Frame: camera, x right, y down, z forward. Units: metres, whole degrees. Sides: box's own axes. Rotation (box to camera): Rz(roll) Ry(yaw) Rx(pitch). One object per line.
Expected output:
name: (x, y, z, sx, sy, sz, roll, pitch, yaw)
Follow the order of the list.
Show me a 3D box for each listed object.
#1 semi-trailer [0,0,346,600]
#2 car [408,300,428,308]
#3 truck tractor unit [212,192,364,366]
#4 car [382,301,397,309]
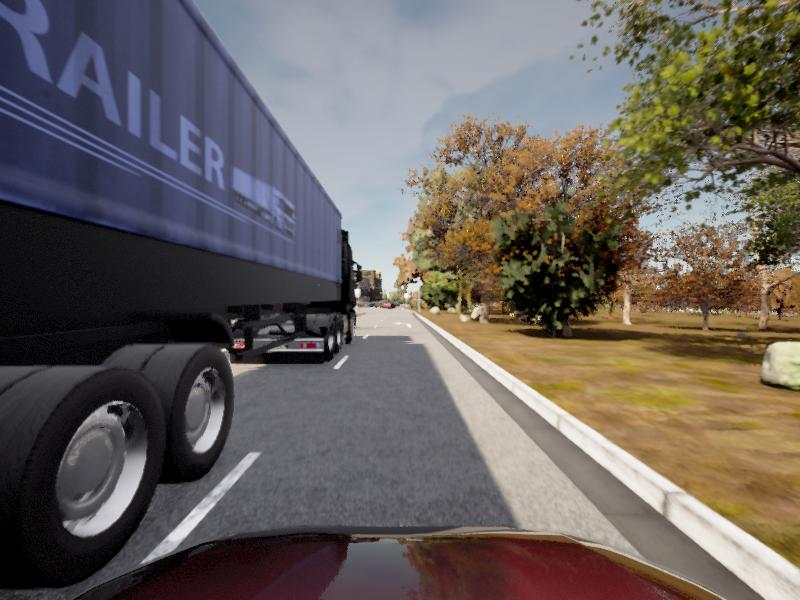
semi-trailer: (-2.998, -0.615, 4.991, 2.717, 4.402, 14.254, 0, 0, 0)
car: (4.266, 0.936, 96.176, 4.442, 1.987, 1.878, 1, 0, -14)
truck tractor unit: (-3.002, -0.508, 12.908, 3.053, 4.208, 6.516, 0, 0, 0)
car: (-2.170, 1.043, 80.193, 1.851, 1.617, 3.988, 0, 0, 17)
